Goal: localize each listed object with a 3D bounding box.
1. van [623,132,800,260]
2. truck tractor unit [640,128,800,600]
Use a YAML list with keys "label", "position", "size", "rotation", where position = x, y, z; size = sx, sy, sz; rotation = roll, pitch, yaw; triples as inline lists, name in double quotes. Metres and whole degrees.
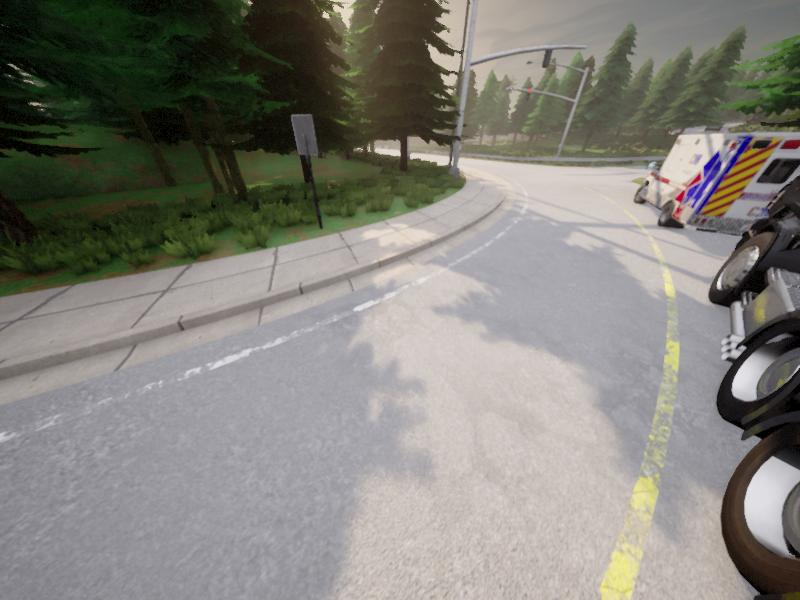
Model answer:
- label: "van"
  position: [9.976, -3.786, 7.358]
  size: [2.351, 2.431, 6.366]
  rotation: [17, 38, 23]
- label: "truck tractor unit"
  position: [4.866, -0.489, 1.070]
  size: [6.516, 4.208, 3.053]
  rotation: [-27, 44, -34]
